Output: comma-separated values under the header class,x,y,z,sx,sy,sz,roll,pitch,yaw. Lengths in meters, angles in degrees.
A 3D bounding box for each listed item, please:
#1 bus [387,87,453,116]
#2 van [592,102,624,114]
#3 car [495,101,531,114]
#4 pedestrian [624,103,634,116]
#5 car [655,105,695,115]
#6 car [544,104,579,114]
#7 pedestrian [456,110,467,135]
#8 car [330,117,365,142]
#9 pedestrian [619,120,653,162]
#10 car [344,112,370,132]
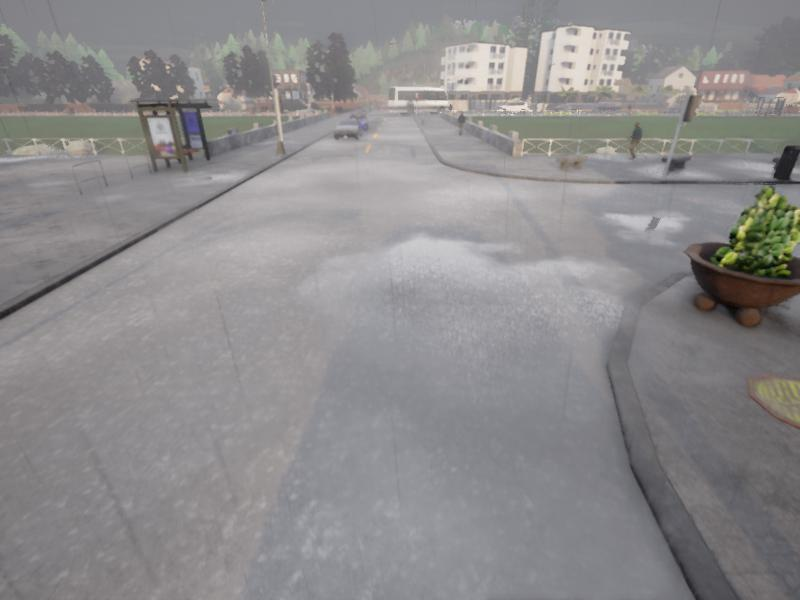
class,x,y,z,sx,sy,sz,roll,pitch,yaw
bus,3.271,-33.354,67.152,10.273,4.253,3.944,-10,29,-20
van,37.108,-34.357,71.628,4.442,1.987,1.775,0,27,0
car,20.157,-34.388,71.619,5.566,2.045,2.150,0,27,0
pedestrian,36.285,-30.205,63.375,0.751,1.860,0.751,0,27,0
car,49.253,-34.094,71.760,5.357,1.411,2.033,0,27,0
car,28.892,-34.206,71.710,5.238,1.638,1.930,0,27,0
pedestrian,4.970,-14.390,32.452,0.751,1.860,0.751,3,27,6
car,-3.995,-13.491,31.483,2.033,1.411,5.357,0,27,0
pedestrian,11.624,-7.867,19.743,0.751,1.860,0.751,-4,27,-8
car,-4.007,-17.114,38.417,2.007,1.525,4.514,0,27,0
